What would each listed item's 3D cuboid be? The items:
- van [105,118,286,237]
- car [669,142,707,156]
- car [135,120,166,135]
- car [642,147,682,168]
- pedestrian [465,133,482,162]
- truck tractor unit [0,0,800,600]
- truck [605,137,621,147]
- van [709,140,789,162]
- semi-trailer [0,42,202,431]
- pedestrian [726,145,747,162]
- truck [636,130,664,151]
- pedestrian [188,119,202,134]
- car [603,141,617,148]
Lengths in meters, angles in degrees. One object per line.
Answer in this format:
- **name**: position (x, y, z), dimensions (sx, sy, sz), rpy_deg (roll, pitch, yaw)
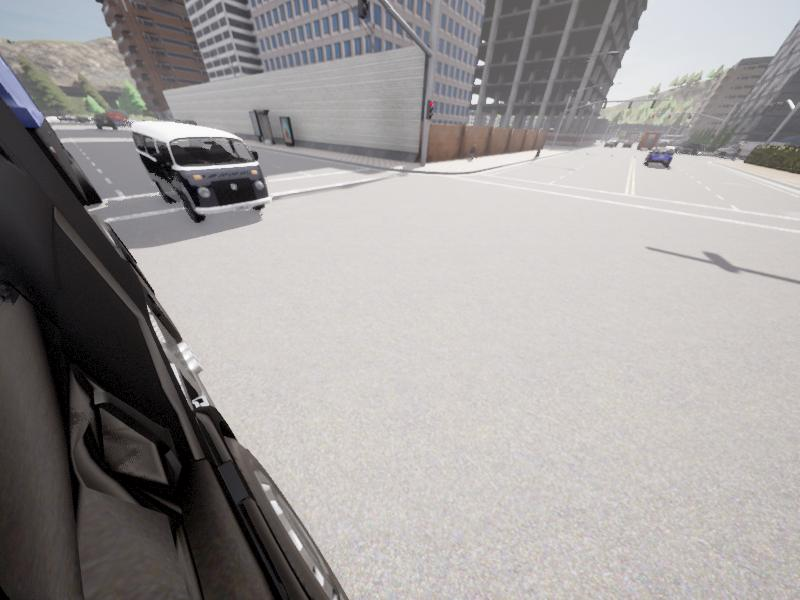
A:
- **van**: position (-5.631, -3.645, 6.448), dimensions (4.480, 2.038, 2.069), rpy_deg (28, 44, 28)
- **car**: position (54.404, -28.712, 43.806), dimensions (1.905, 1.878, 3.866), rpy_deg (2, 37, -1)
- **car**: position (-37.847, -26.187, 35.035), dimensions (4.856, 1.649, 2.033), rpy_deg (28, 44, 30)
- **car**: position (26.486, -14.615, 23.556), dimensions (2.007, 1.525, 4.514), rpy_deg (28, 44, 30)
- **pedestrian**: position (5.899, -12.235, 18.568), dimensions (0.751, 1.860, 0.751), rpy_deg (24, 42, 27)
- **truck tractor unit**: position (-2.645, -0.295, 0.351), dimensions (6.516, 4.208, 3.053), rpy_deg (28, 44, 30)
- **truck**: position (58.663, -43.466, 63.617), dimensions (2.390, 2.098, 6.274), rpy_deg (28, 44, 30)
- **van**: position (55.227, -23.841, 36.861), dimensions (6.366, 2.431, 2.351), rpy_deg (27, 43, 29)
- **semi-trailer**: position (-8.700, -3.608, 4.220), dimensions (14.254, 4.402, 2.717), rpy_deg (28, 44, 30)
- **pedestrian**: position (46.582, -20.236, 31.959), dimensions (0.751, 1.860, 0.751), rpy_deg (-28, 46, -34)
- **truck**: position (60.165, -38.637, 55.797), dimensions (2.891, 3.827, 8.468), rpy_deg (28, 44, 30)
- **pedestrian**: position (-32.872, -27.783, 36.980), dimensions (0.751, 1.860, 0.751), rpy_deg (14, 38, 15)
- **car**: position (52.966, -39.286, 58.261), dimensions (2.033, 1.411, 5.357), rpy_deg (28, 44, 30)
